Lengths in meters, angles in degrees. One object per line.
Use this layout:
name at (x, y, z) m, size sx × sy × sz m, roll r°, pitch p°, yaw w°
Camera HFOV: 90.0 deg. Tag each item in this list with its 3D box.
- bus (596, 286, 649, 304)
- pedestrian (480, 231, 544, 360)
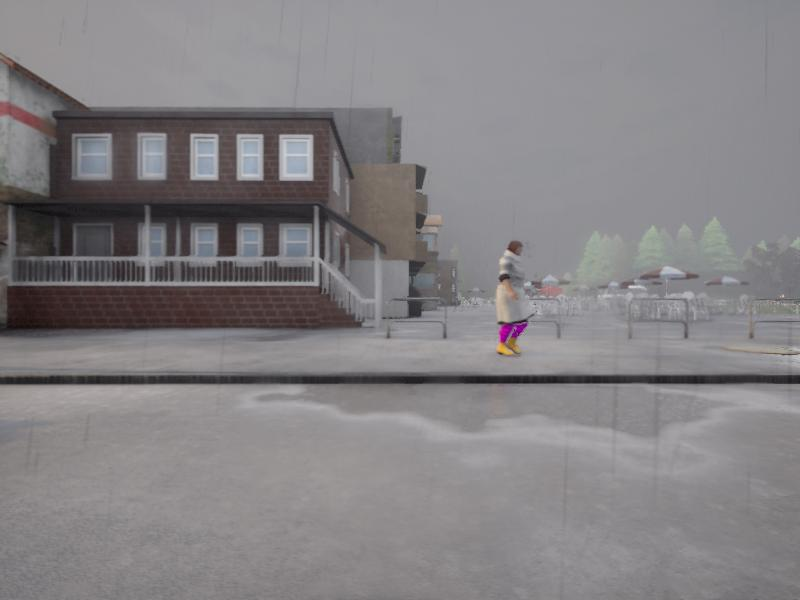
bus at (51.830, -1.110, 93.331) m, size 10.273 × 4.253 × 3.944 m, roll 0°, pitch 0°, yaw 0°
pedestrian at (1.776, -0.066, 6.329) m, size 0.751 × 1.860 × 0.751 m, roll 0°, pitch 0°, yaw 38°
